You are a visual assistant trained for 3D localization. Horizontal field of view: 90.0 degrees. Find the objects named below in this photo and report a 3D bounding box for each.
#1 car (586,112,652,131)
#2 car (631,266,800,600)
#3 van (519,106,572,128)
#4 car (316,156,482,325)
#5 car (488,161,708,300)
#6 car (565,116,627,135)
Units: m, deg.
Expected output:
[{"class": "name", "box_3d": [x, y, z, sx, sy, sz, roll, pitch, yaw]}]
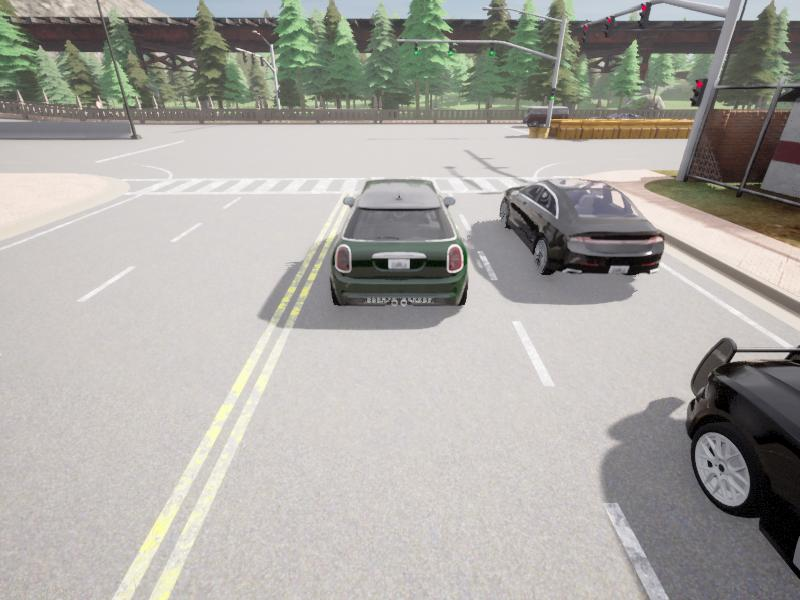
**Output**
[{"class": "car", "box_3d": [20.691, -16.930, 37.962, 4.902, 1.511, 2.128, -1, 27, -2]}, {"class": "car", "box_3d": [3.501, 1.620, 1.671, 1.930, 1.638, 5.238, 0, 27, 0]}, {"class": "van", "box_3d": [14.744, -18.650, 40.794, 4.442, 1.987, 1.775, -1, 27, -2]}, {"class": "car", "box_3d": [-0.015, -1.456, 7.496, 2.097, 1.767, 4.553, 0, 27, 0]}, {"class": "car", "box_3d": [3.491, -1.787, 8.455, 2.128, 1.511, 4.902, 0, 27, 0]}, {"class": "car", "box_3d": [16.946, -15.211, 34.768, 4.181, 1.385, 1.994, -1, 27, -2]}]
